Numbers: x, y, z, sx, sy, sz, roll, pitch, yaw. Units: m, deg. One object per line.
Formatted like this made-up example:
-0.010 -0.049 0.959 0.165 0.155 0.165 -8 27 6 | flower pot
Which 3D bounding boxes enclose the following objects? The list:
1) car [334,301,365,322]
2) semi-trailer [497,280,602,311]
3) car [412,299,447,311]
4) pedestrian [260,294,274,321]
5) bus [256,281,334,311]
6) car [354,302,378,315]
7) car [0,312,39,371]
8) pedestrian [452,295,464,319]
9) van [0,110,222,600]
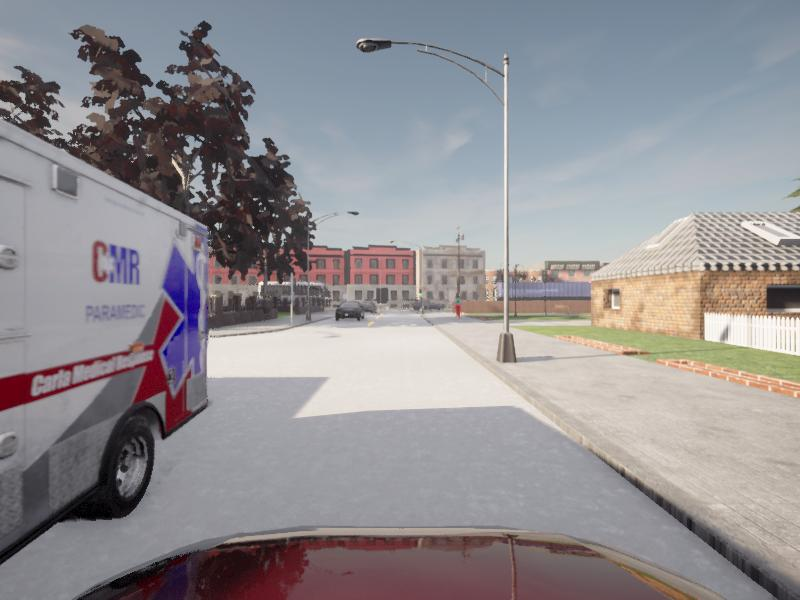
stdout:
-3.937 0.823 32.015 1.882 1.535 5.008 0 0 0 | car
21.627 -0.618 58.384 14.254 4.402 2.717 0 0 0 | semi-trailer
4.337 0.756 58.216 4.611 1.667 2.242 0 -1 -27 | car
-9.186 0.534 27.630 0.751 1.860 0.751 0 0 -1 | pedestrian
-15.192 -0.534 58.485 10.273 4.253 3.944 0 0 0 | bus
-3.735 0.894 45.127 2.033 1.411 5.357 0 0 3 | car
-11.348 0.944 9.028 4.718 1.301 1.895 0 0 1 | car
4.430 0.533 30.550 0.751 1.860 0.751 0 0 -7 | pedestrian
-2.914 0.378 1.512 2.351 2.431 6.366 0 0 -7 | van
